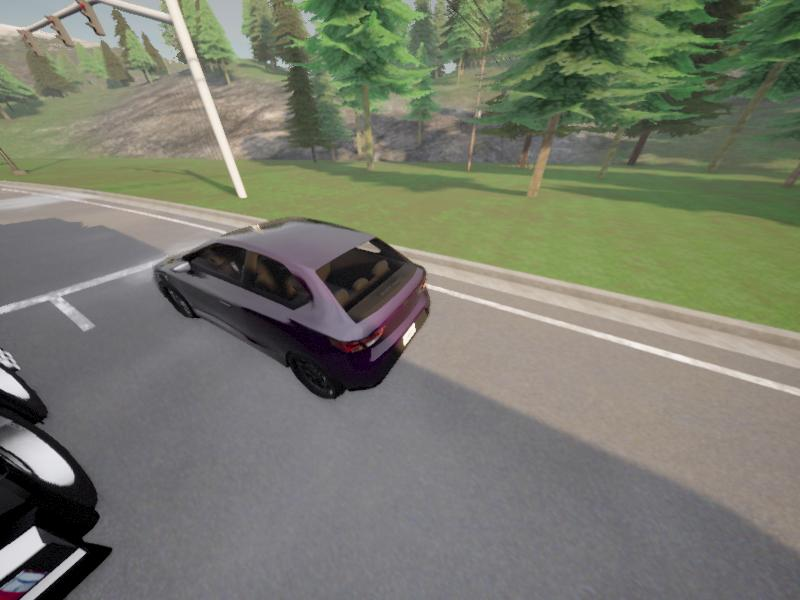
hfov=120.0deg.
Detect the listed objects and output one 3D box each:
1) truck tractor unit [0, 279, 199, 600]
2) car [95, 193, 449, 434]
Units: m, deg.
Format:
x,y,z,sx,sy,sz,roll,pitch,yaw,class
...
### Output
x,y,z,sx,sy,sz,roll,pitch,yaw,class
-5.137,-0.274,0.746,6.516,4.208,3.053,17,38,23,truck tractor unit
-1.710,-0.367,3.252,4.193,1.474,1.816,17,39,24,car
